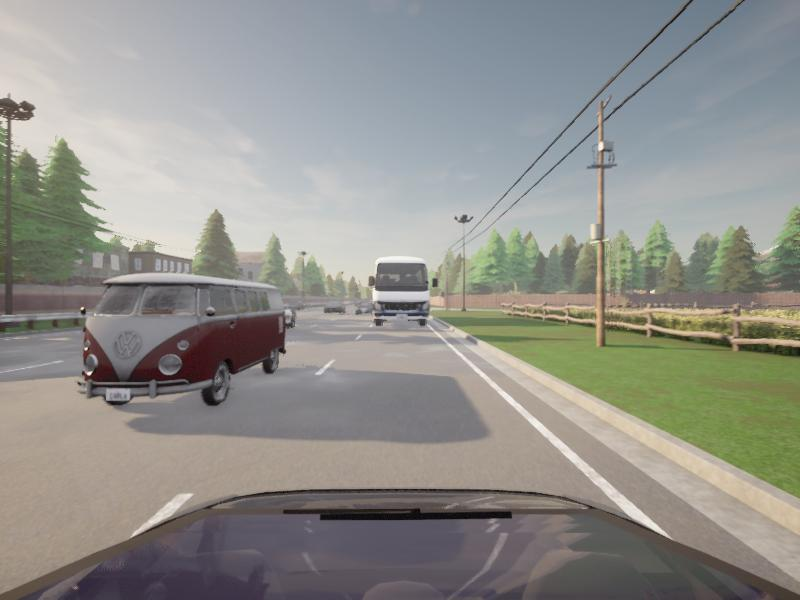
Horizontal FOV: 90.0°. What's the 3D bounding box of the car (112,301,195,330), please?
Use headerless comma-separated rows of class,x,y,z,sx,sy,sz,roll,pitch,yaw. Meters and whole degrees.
car,-14.002,0.819,23.120,2.007,1.525,4.514,0,0,0

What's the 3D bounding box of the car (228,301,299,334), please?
car,-7.003,0.817,21.104,2.038,1.542,4.974,0,0,0

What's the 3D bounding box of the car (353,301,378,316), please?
car,-3.505,0.820,41.190,2.128,1.511,4.902,0,0,0

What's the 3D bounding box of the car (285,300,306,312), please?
car,-14.008,0.797,53.701,1.789,1.549,3.705,0,0,0

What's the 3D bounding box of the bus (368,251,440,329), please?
bus,0.086,-0.545,27.204,3.944,4.253,10.273,0,0,-2

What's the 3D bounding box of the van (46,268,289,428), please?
van,-3.501,0.596,7.184,1.775,1.987,4.442,0,0,0

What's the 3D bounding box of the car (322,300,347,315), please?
car,-7.063,0.806,43.618,1.882,1.535,5.008,0,0,-1

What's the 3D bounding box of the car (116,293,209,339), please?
car,-10.503,0.639,18.077,1.905,1.878,3.866,0,0,0
